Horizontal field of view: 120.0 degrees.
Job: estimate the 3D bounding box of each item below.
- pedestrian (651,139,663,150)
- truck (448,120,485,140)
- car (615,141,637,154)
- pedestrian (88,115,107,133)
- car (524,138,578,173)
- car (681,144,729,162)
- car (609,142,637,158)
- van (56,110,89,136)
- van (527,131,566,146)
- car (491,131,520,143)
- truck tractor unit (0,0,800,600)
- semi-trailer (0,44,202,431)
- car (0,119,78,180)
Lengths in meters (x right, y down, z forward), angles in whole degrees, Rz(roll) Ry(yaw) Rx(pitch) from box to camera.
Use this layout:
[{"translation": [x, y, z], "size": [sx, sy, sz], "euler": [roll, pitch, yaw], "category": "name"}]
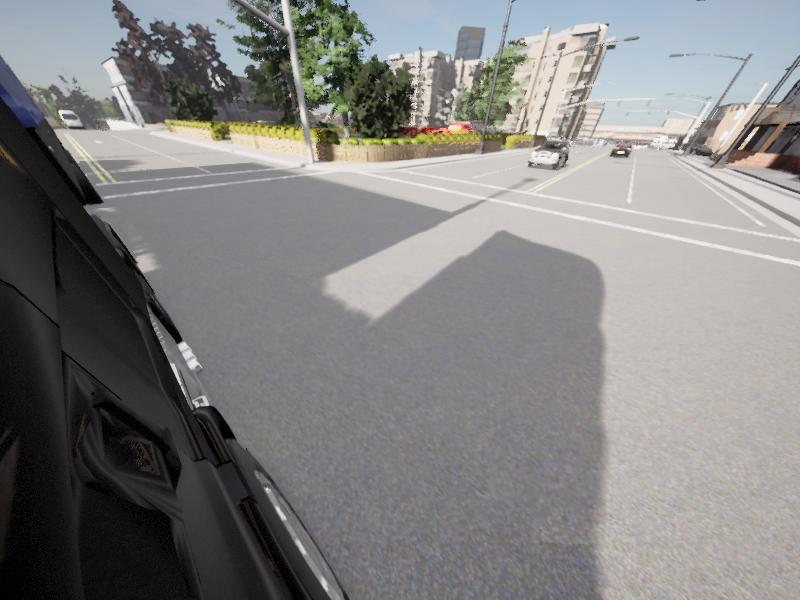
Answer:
[{"translation": [52.336, -31.641, 47.066], "size": [0.751, 1.860, 0.751], "euler": [-26, 45, -32], "category": "pedestrian"}, {"translation": [17.093, -44.077, 60.017], "size": [8.468, 3.827, 2.891], "euler": [29, 44, 31], "category": "truck"}, {"translation": [36.475, -24.714, 37.325], "size": [1.851, 1.617, 3.988], "euler": [27, 43, 29], "category": "car"}, {"translation": [-40.260, -23.431, 30.733], "size": [0.751, 1.860, 0.751], "euler": [32, 46, 33], "category": "pedestrian"}, {"translation": [11.239, -10.838, 17.145], "size": [1.932, 1.855, 4.605], "euler": [29, 44, 30], "category": "car"}, {"translation": [50.462, -24.438, 38.359], "size": [4.674, 1.442, 1.812], "euler": [32, 46, 23], "category": "car"}, {"translation": [29.543, -19.919, 30.596], "size": [2.038, 1.542, 4.974], "euler": [28, 44, 30], "category": "car"}, {"translation": [-56.331, -30.382, 39.860], "size": [5.915, 2.561, 1.988], "euler": [18, 38, 37], "category": "van"}, {"translation": [31.825, -35.348, 50.473], "size": [6.366, 2.431, 2.351], "euler": [29, 44, 31], "category": "van"}, {"translation": [25.059, -38.931, 55.154], "size": [5.566, 2.045, 2.150], "euler": [29, 44, 31], "category": "car"}, {"translation": [-2.645, -0.295, 0.351], "size": [6.516, 4.208, 3.053], "euler": [28, 44, 30], "category": "truck tractor unit"}, {"translation": [-8.701, -3.605, 4.223], "size": [14.254, 4.402, 2.717], "euler": [28, 44, 30], "category": "semi-trailer"}, {"translation": [-16.294, -6.598, 9.920], "size": [4.553, 1.767, 2.097], "euler": [28, 44, 30], "category": "car"}]
